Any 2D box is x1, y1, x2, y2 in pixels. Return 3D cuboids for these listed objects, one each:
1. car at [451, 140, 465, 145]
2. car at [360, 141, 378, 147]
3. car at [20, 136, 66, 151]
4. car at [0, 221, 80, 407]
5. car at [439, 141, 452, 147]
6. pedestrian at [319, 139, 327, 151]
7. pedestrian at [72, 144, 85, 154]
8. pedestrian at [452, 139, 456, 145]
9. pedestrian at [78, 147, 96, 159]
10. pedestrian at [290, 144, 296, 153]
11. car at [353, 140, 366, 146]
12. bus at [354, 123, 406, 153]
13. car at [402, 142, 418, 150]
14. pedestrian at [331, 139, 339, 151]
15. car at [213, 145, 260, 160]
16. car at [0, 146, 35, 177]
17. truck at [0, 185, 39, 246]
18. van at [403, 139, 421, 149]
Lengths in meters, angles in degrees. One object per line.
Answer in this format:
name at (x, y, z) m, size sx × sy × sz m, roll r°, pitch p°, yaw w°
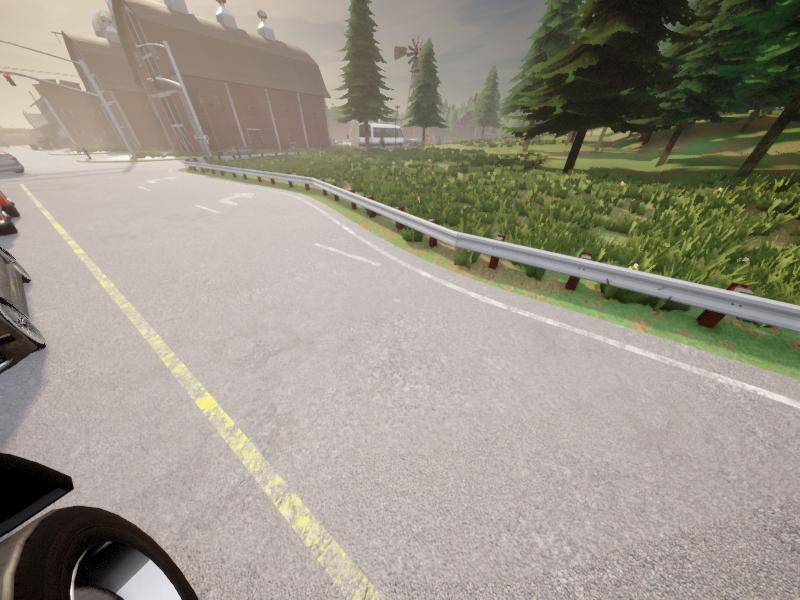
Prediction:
car at (22.832, -61.999, 90.864) m, size 5.008 × 1.535 × 1.882 m, roll 22°, pitch 41°, yaw 28°
car at (-8.922, -44.679, 66.096) m, size 4.902 × 1.511 × 2.128 m, roll 21°, pitch 40°, yaw 27°
car at (-65.220, -28.694, 42.300) m, size 3.866 × 1.878 × 1.905 m, roll -6°, pitch 41°, yaw -6°
car at (-6.373, -0.094, 2.712) m, size 4.902 × 1.511 × 2.128 m, roll 22°, pitch 41°, yaw 28°
car at (13.729, -46.750, 69.167) m, size 1.837 × 1.490 × 4.892 m, roll 22°, pitch 41°, yaw 28°
pedestrian at (-14.058, -28.190, 41.988) m, size 0.751 × 1.860 × 0.751 m, roll 23°, pitch 41°, yaw 28°
pedestrian at (-45.570, -21.429, 32.735) m, size 0.500 × 1.100 × 0.500 m, roll -2°, pitch 35°, yaw -4°
pedestrian at (18.799, -54.886, 80.143) m, size 0.751 × 1.860 × 0.751 m, roll 22°, pitch 41°, yaw 28°
pedestrian at (-33.735, -15.818, 24.888) m, size 0.500 × 1.100 × 0.500 m, roll 1°, pitch 35°, yaw 1°
pedestrian at (-17.342, -24.597, 37.521) m, size 0.500 × 1.100 × 0.500 m, roll 24°, pitch 41°, yaw 30°
car at (-13.433, -52.056, 76.527) m, size 1.816 × 1.474 × 4.193 m, roll 22°, pitch 40°, yaw 27°
bus at (-3.310, -30.539, 43.631) m, size 3.944 × 4.253 × 10.273 m, roll 22°, pitch 41°, yaw 28°
car at (2.144, -33.777, 50.633) m, size 1.845 × 1.501 × 3.633 m, roll 22°, pitch 41°, yaw 28°
pedestrian at (-12.201, -29.152, 43.368) m, size 0.751 × 1.860 × 0.751 m, roll 17°, pitch 38°, yaw 22°
car at (-20.543, -18.656, 29.132) m, size 1.994 × 1.385 × 4.181 m, roll 22°, pitch 41°, yaw 28°
car at (-29.341, -9.352, 15.572) m, size 4.611 × 1.667 × 2.242 m, roll -4°, pitch 35°, yaw -6°
truck at (-12.584, -2.885, 5.778) m, size 5.204 × 2.467 × 2.627 m, roll 22°, pitch 40°, yaw 27°
van at (2.916, -38.120, 56.368) m, size 2.069 × 2.038 × 4.480 m, roll 22°, pitch 41°, yaw 28°
